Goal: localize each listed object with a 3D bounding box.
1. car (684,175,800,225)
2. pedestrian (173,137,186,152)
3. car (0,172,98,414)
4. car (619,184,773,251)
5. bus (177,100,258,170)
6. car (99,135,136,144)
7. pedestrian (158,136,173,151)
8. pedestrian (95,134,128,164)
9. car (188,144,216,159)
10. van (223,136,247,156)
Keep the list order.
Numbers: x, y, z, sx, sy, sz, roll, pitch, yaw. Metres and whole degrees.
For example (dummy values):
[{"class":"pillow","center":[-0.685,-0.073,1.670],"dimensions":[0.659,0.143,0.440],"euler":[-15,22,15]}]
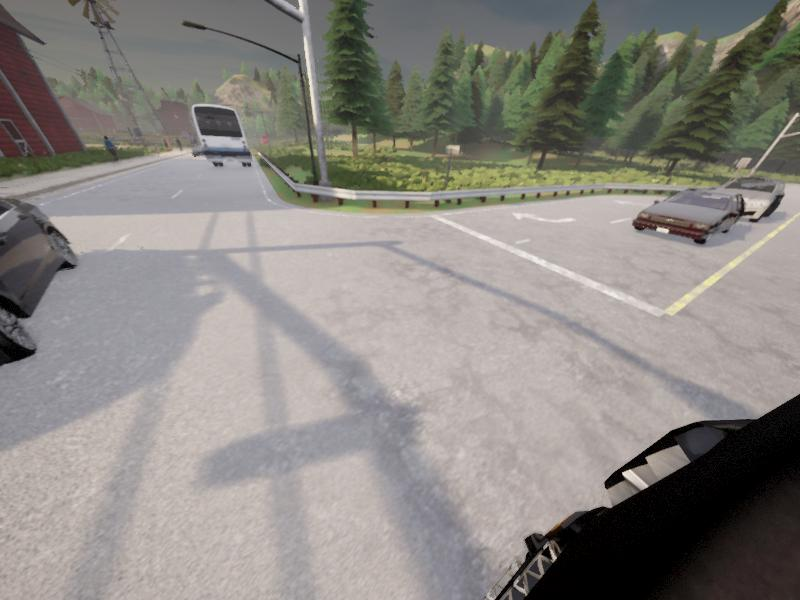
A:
[{"class":"car","center":[16.884,-5.057,11.362],"dimensions":[4.611,1.667,2.242],"euler":[-16,38,-26]},{"class":"pedestrian","center":[-33.197,-23.407,34.764],"dimensions":[0.751,1.860,0.751],"euler":[-18,39,-29]},{"class":"car","center":[-5.914,-0.359,2.694],"dimensions":[2.128,1.511,4.902],"euler":[-25,43,-35]},{"class":"car","center":[10.721,-3.203,8.340],"dimensions":[5.357,1.411,2.033],"euler":[-16,38,-26]},{"class":"bus","center":[-16.598,-15.300,21.956],"dimensions":[3.944,4.253,10.273],"euler":[-15,37,-25]},{"class":"car","center":[-66.768,-37.983,54.701],"dimensions":[1.930,1.638,5.238],"euler":[5,34,4]},{"class":"pedestrian","center":[-36.228,-24.196,35.722],"dimensions":[0.751,1.860,0.751],"euler":[6,34,5]},{"class":"pedestrian","center":[-22.395,-11.722,17.957],"dimensions":[0.751,1.860,0.751],"euler":[-16,38,-26]},{"class":"car","center":[-25.260,-19.072,29.596],"dimensions":[1.994,1.385,4.181],"euler":[-16,38,-26]},{"class":"van","center":[-26.530,-24.893,37.325],"dimensions":[2.351,2.431,6.366],"euler":[-15,38,-25]}]
